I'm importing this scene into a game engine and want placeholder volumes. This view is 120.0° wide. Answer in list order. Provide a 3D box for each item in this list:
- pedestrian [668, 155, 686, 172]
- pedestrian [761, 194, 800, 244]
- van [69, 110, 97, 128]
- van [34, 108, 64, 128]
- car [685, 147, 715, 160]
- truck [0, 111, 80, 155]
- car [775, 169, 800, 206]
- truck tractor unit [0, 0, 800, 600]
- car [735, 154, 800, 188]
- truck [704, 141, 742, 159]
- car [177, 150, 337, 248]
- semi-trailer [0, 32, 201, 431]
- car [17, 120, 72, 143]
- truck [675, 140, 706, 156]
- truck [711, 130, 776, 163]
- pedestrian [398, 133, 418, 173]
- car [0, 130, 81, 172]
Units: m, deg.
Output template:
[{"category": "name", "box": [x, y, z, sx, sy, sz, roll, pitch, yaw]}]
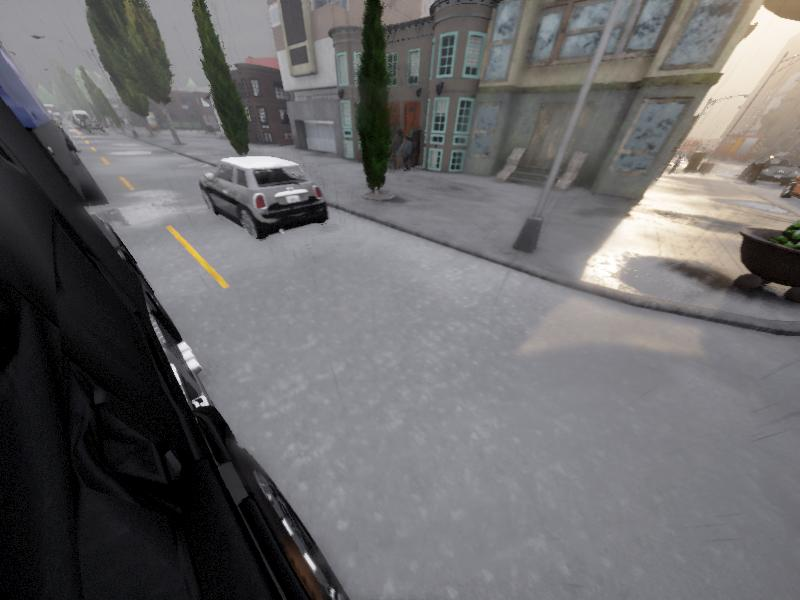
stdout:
[{"category": "pedestrian", "box": [23.211, -11.446, 19.377, 0.500, 1.100, 0.500, 29, 44, 31]}, {"category": "pedestrian", "box": [10.935, -2.482, 5.909, 0.751, 1.860, 0.751, -3, 37, -8]}, {"category": "van", "box": [-60.442, -34.458, 44.071, 5.915, 2.561, 1.988, 29, 44, 31]}, {"category": "van", "box": [-63.988, -33.238, 42.204, 5.915, 2.561, 1.988, 29, 44, 31]}, {"category": "car", "box": [48.736, -23.919, 37.615, 2.038, 1.542, 4.974, 29, 44, 31]}, {"category": "truck", "box": [-24.776, -11.524, 15.850, 6.274, 2.098, 2.390, 29, 44, 31]}, {"category": "car", "box": [19.787, -4.996, 10.116, 2.097, 1.767, 4.553, 29, 44, 31]}, {"category": "truck tractor unit", "box": [-2.645, -0.295, 0.352, 6.516, 4.208, 3.053, 28, 44, 30]}, {"category": "car", "box": [26.311, -9.214, 16.357, 1.851, 1.617, 3.988, 29, 44, 31]}, {"category": "truck", "box": [59.879, -27.969, 42.972, 2.627, 2.467, 5.204, 29, 44, 31]}, {"category": "car", "box": [-3.737, -2.911, 6.101, 3.806, 1.475, 1.970, 28, 44, 30]}, {"category": "semi-trailer", "box": [-8.650, -3.628, 4.288, 14.254, 4.402, 2.717, 29, 44, 30]}, {"category": "car", "box": [-32.450, -15.493, 21.204, 4.902, 1.511, 2.128, 29, 44, 31]}, {"category": "truck", "box": [59.059, -31.069, 47.091, 2.627, 2.467, 5.204, 29, 44, 31]}, {"category": "truck", "box": [53.212, -24.111, 36.224, 2.891, 3.827, 8.468, 29, 44, 31]}, {"category": "pedestrian", "box": [0.449, -8.364, 13.188, 0.751, 1.860, 0.751, 24, 42, 26]}, {"category": "car", "box": [-18.112, -7.566, 11.556, 4.181, 1.385, 1.994, 29, 44, 31]}]
